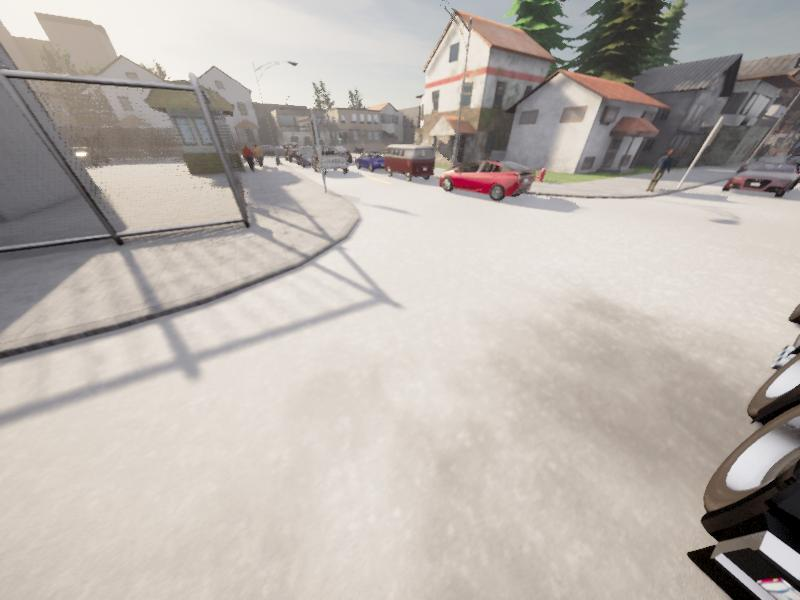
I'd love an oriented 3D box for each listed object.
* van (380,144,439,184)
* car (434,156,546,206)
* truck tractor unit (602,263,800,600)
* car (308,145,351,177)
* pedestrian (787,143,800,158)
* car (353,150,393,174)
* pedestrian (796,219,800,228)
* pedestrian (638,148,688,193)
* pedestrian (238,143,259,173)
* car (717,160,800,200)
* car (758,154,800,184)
[{"bbox_3d":[0.478,-9.482,15.881,1.775,1.987,4.442,-19,39,-25],"label":"van"},{"bbox_3d":[4.048,-5.952,11.238,2.007,1.525,4.514,-25,42,-31],"label":"car"},{"bbox_3d":[5.113,-0.295,0.797,6.516,4.208,3.053,-18,39,-24],"label":"truck tractor unit"},{"bbox_3d":[-5.581,-10.985,18.099,1.932,1.855,4.605,-17,38,-23],"label":"car"},{"bbox_3d":[61.581,-23.148,35.801,0.751,1.860,0.751,-19,39,-26],"label":"pedestrian"},{"bbox_3d":[-2.390,-12.088,20.052,1.816,1.474,4.193,-18,39,-25],"label":"car"},{"bbox_3d":[13.187,-3.014,6.747,0.751,1.860,0.751,-26,42,-32],"label":"pedestrian"},{"bbox_3d":[12.811,-6.339,11.337,0.751,1.860,0.751,19,39,25],"label":"pedestrian"},{"bbox_3d":[-11.371,-10.681,17.408,0.751,1.860,0.751,-16,38,-22],"label":"pedestrian"},{"bbox_3d":[19.344,-6.436,12.175,4.181,1.385,1.994,-18,39,-24],"label":"car"},{"bbox_3d":[27.107,-9.045,15.833,3.633,1.501,1.845,-18,39,-24],"label":"car"}]
